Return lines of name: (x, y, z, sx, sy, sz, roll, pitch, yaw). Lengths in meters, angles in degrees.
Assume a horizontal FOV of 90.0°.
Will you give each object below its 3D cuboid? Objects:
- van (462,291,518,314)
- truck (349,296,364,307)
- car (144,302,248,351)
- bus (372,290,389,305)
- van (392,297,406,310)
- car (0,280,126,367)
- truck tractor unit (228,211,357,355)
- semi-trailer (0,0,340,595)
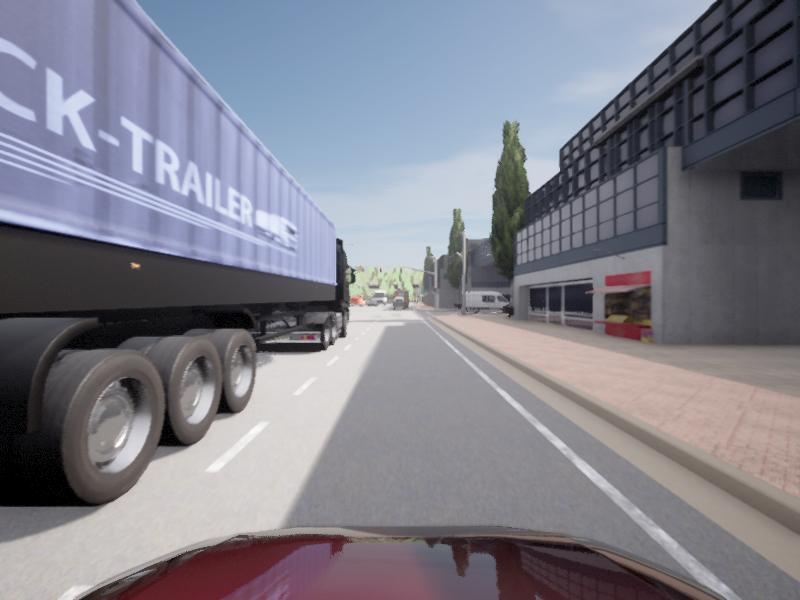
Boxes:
van: (10.132, 0.301, 45.303, 5.915, 2.561, 1.988, 0, 0, 0)
truck: (-9.938, 0.312, 91.726, 2.627, 2.467, 5.204, 0, 0, 2)
car: (-6.993, 0.821, 14.193, 1.845, 1.501, 3.633, 0, 0, 0)
bus: (-5.619, -0.597, 117.294, 3.944, 4.253, 10.273, 0, 0, 2)
van: (-0.115, 0.545, 64.630, 2.069, 2.038, 4.480, 0, 0, 1)
car: (-10.493, 0.565, 10.955, 2.150, 2.045, 5.566, 0, 0, 0)
truck tractor unit: (-3.487, -0.523, 14.964, 3.053, 4.208, 6.516, 0, 0, 0)
semi-trailer: (-3.488, -0.620, 7.052, 2.717, 4.402, 14.254, 0, 0, 0)
